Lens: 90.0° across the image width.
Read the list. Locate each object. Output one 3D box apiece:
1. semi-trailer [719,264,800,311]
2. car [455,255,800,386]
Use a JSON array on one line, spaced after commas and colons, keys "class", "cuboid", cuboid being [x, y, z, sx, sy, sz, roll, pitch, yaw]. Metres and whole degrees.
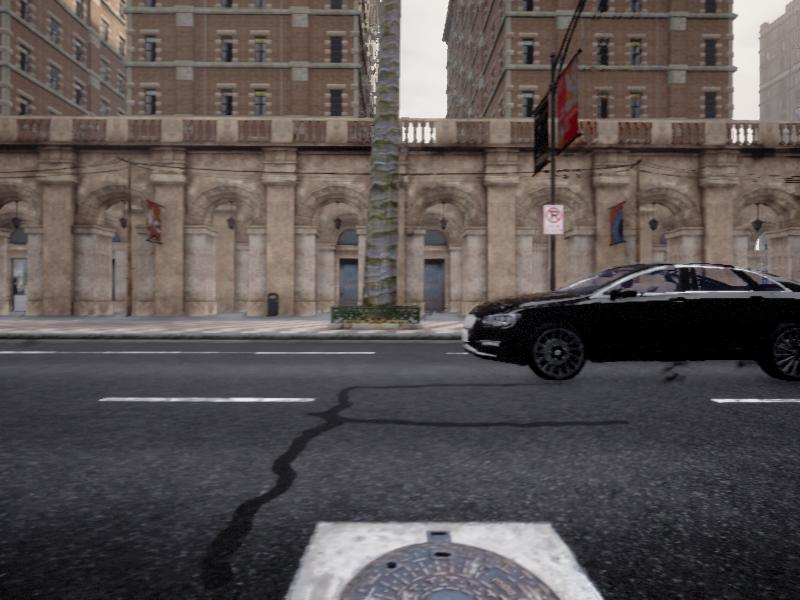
[{"class": "semi-trailer", "cuboid": [39.281, -1.171, 40.359, 2.717, 4.402, 14.254, 0, 0, 0]}, {"class": "car", "cuboid": [3.383, 0.239, 5.700, 4.902, 1.511, 2.128, 0, 0, 0]}]
